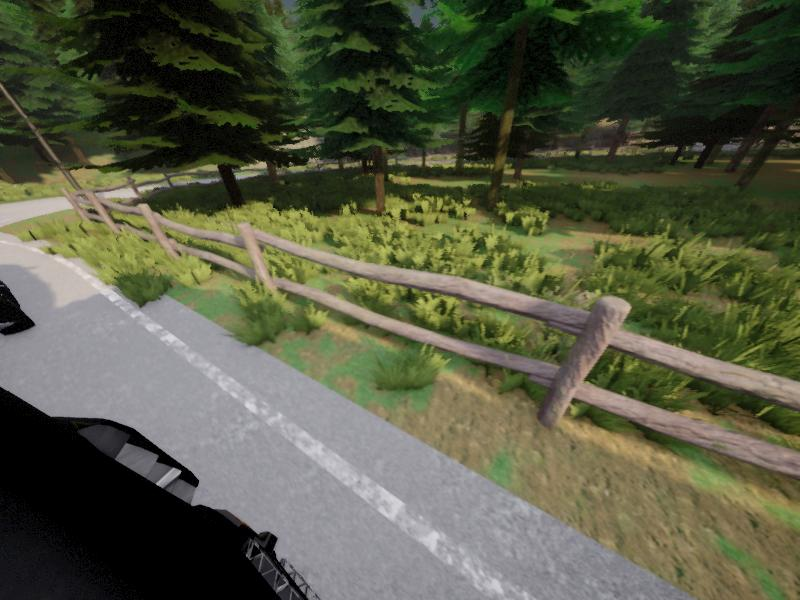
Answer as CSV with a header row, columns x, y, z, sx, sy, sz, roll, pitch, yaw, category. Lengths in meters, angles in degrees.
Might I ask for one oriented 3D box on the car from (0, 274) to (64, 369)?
x,y,z,sx,sy,sz,roll,pitch,yaw,category
-7.431,-0.145,3.079,4.856,1.649,2.033,15,38,24,car
